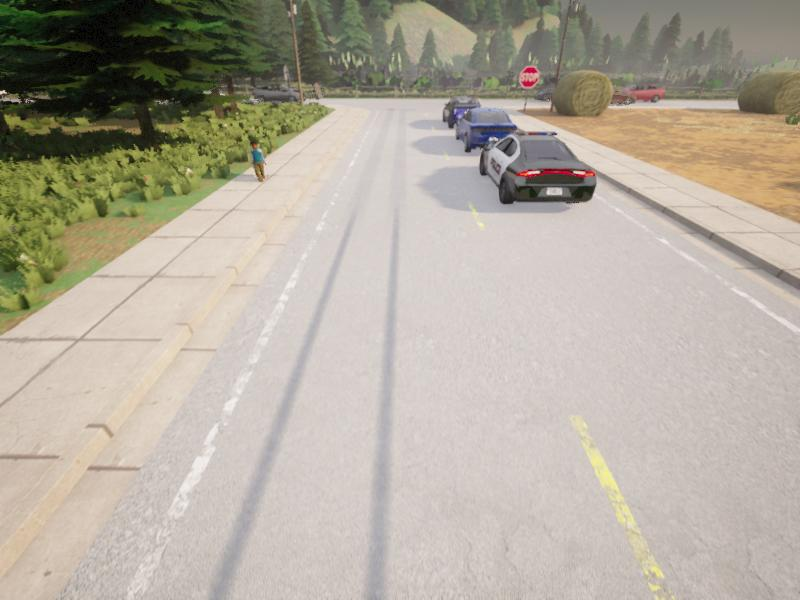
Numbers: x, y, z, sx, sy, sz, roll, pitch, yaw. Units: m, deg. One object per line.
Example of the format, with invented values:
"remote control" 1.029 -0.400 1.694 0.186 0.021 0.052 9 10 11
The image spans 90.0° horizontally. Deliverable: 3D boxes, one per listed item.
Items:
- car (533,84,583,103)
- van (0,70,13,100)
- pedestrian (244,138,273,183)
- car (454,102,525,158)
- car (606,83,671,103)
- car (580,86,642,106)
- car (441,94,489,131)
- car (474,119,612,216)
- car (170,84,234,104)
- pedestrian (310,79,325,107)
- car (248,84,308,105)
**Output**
"car" 14.787 -19.441 37.609 3.806 1.475 1.970 2 30 3
"van" -42.400 -21.131 39.327 5.915 2.561 1.988 1 30 1
"pedestrian" -3.908 -3.855 11.098 0.500 1.100 0.500 -1 30 -3
"car" 3.560 -7.315 16.929 1.882 1.535 5.008 0 30 0
"car" 22.097 -19.256 37.261 4.514 1.525 2.007 2 30 3
"car" 18.065 -17.572 34.434 4.193 1.474 1.816 2 30 3
"car" 3.585 -10.816 22.906 2.007 1.525 4.514 0 30 0
"car" 3.528 -3.878 11.078 2.038 1.542 4.974 0 30 0
"car" -17.674 -18.550 35.968 4.514 1.525 2.007 1 30 2
"pedestrian" -6.421 -16.134 31.199 0.751 1.860 0.751 5 31 9
"car" -10.764 -18.358 35.658 4.514 1.525 2.007 3 30 4
